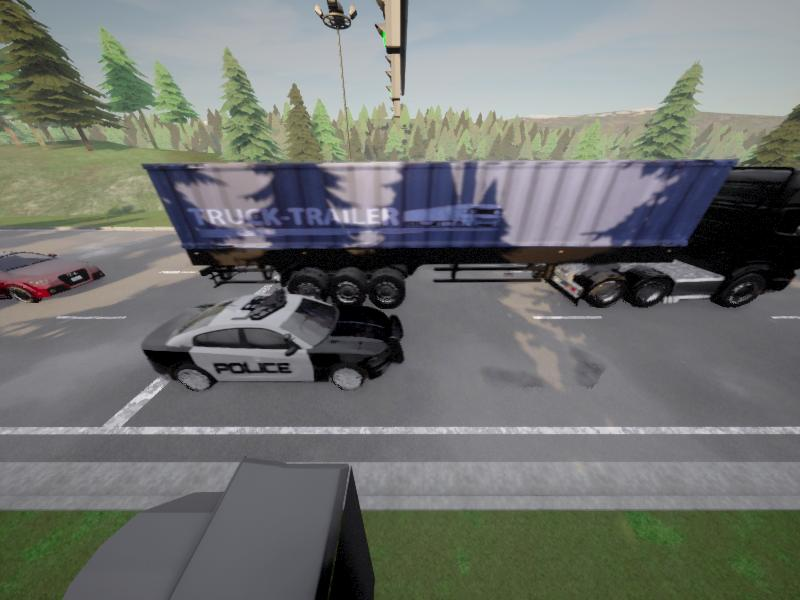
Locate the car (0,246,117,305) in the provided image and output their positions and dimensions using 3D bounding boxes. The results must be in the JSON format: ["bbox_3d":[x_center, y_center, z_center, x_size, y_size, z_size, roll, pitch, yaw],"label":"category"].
[{"bbox_3d":[-13.707,-0.956,8.291,4.181,1.385,1.994,0,30,0],"label":"car"}]

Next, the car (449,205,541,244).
[{"bbox_3d":[5.568,-4.641,14.171,4.605,1.855,1.932,-1,30,0],"label":"car"}]

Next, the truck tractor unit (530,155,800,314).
[{"bbox_3d":[8.851,-2.173,7.540,6.516,4.208,3.053,0,30,0],"label":"truck tractor unit"}]

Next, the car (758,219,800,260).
[{"bbox_3d":[22.079,-2.878,11.322,4.611,1.667,2.242,1,30,1],"label":"car"}]

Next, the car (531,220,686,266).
[{"bbox_3d":[9.703,-2.801,11.215,5.238,1.638,1.930,0,30,0],"label":"car"}]

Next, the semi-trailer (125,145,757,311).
[{"bbox_3d":[0.937,-2.250,7.484,14.254,4.402,2.717,0,30,0],"label":"semi-trailer"}]

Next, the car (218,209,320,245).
[{"bbox_3d":[-7.797,-4.543,14.243,4.856,1.649,2.033,0,30,0],"label":"car"}]

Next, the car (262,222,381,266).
[{"bbox_3d":[-3.487,-2.753,11.238,4.974,1.542,2.038,0,30,0],"label":"car"}]

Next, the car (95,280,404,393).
[{"bbox_3d":[-2.543,0.702,5.148,5.238,1.638,1.930,0,30,0],"label":"car"}]
